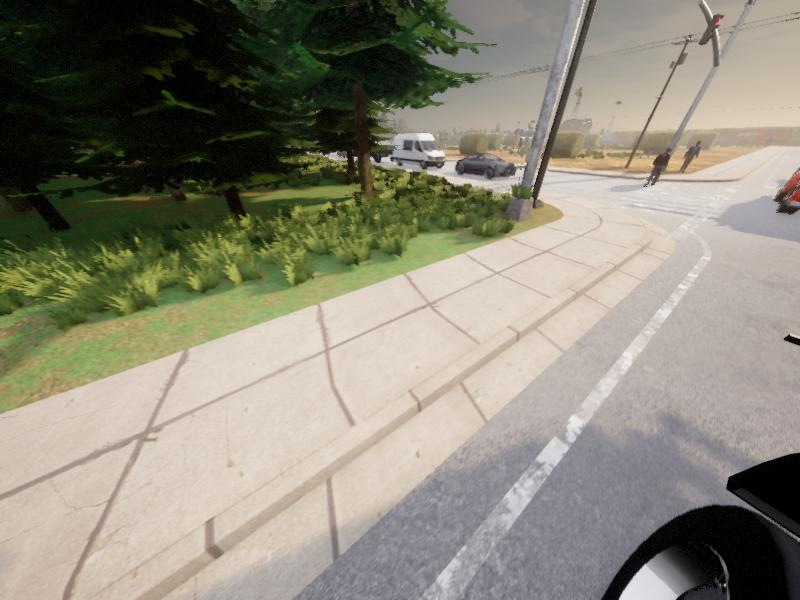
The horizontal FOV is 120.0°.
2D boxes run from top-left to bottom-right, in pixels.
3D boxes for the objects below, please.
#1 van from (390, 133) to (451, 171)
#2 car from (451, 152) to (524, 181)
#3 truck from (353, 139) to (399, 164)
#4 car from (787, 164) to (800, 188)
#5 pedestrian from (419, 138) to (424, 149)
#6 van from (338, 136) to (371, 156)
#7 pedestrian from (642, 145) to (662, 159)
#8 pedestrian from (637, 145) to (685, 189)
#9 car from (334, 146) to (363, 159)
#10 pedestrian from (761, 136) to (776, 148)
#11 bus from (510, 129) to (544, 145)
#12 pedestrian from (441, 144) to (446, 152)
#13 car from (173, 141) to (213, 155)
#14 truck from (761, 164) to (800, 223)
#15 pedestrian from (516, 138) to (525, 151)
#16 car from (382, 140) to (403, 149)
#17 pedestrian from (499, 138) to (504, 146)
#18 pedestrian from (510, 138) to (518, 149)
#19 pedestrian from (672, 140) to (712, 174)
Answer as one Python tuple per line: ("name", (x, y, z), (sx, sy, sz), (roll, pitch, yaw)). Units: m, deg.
("van", (1.595, -13.320, 20.646), (1.988, 2.561, 5.915), (-21, 40, -27))
("car", (5.797, -9.290, 15.906), (1.994, 1.385, 4.181), (-22, 40, -27))
("truck", (-2.805, -16.887, 26.127), (2.390, 2.098, 6.274), (-21, 40, -27))
("car", (22.942, -6.857, 12.262), (4.181, 1.385, 1.994), (-24, 41, -29))
("pedestrian", (4.552, -32.750, 48.433), (0.751, 1.860, 0.751), (-5, 35, -7))
("van", (-7.263, -24.376, 36.507), (2.351, 2.431, 6.366), (-22, 40, -27))
("pedestrian", (27.276, -16.065, 25.048), (0.751, 1.300, 0.751), (-7, 36, -10))
("pedestrian", (13.438, -6.878, 11.945), (0.751, 1.860, 0.751), (-18, 39, -24))
("car", (-7.095, -20.157, 31.501), (1.895, 1.301, 4.718), (-22, 40, -27))
("pedestrian", (74.094, -31.772, 46.459), (0.751, 1.860, 0.751), (-23, 41, -29))
("bus", (41.734, -53.585, 75.900), (10.273, 4.253, 3.944), (-20, 39, -25))
("pedestrian", (7.212, -25.161, 38.308), (0.500, 1.100, 0.500), (-8, 36, -11))
("car", (-34.507, -25.470, 38.707), (4.605, 1.855, 1.932), (-20, 40, -25))
("truck", (15.112, -4.082, 7.448), (5.204, 2.467, 2.627), (-23, 41, -28))
("pedestrian", (21.574, -27.926, 41.436), (0.751, 1.860, 0.751), (4, 35, 5))
("car", (-1.805, -39.353, 58.352), (4.856, 1.649, 2.033), (-20, 39, -25))
("pedestrian", (27.685, -43.239, 63.111), (0.751, 1.860, 0.751), (15, 38, 20))
("pedestrian", (22.685, -31.149, 45.999), (0.751, 1.860, 0.751), (6, 36, 8))
("pedestrian", (19.129, -9.419, 15.204), (0.751, 1.860, 0.751), (22, 41, 29))
